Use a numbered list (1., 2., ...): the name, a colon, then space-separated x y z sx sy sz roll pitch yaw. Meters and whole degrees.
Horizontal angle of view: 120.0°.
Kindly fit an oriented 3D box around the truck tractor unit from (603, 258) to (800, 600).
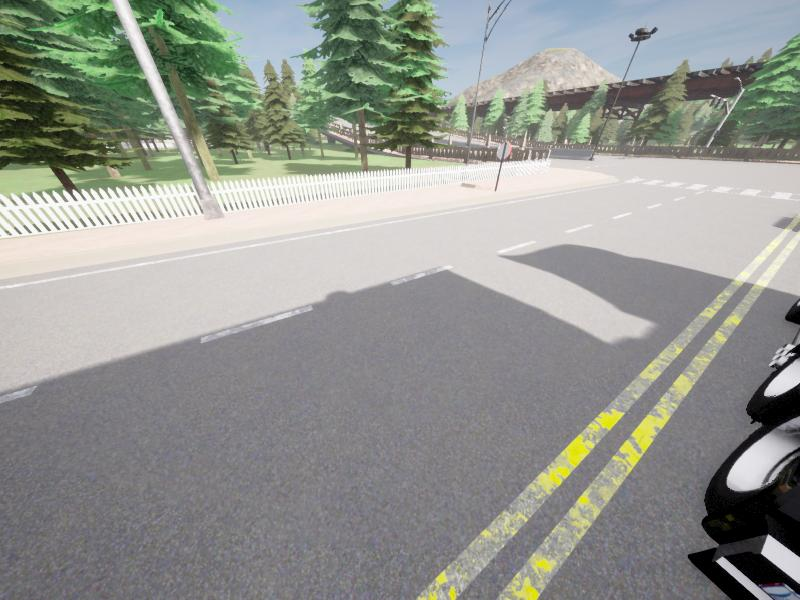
1. truck tractor unit: 5.098 -0.314 0.796 6.516 4.208 3.053 -19 39 -25
